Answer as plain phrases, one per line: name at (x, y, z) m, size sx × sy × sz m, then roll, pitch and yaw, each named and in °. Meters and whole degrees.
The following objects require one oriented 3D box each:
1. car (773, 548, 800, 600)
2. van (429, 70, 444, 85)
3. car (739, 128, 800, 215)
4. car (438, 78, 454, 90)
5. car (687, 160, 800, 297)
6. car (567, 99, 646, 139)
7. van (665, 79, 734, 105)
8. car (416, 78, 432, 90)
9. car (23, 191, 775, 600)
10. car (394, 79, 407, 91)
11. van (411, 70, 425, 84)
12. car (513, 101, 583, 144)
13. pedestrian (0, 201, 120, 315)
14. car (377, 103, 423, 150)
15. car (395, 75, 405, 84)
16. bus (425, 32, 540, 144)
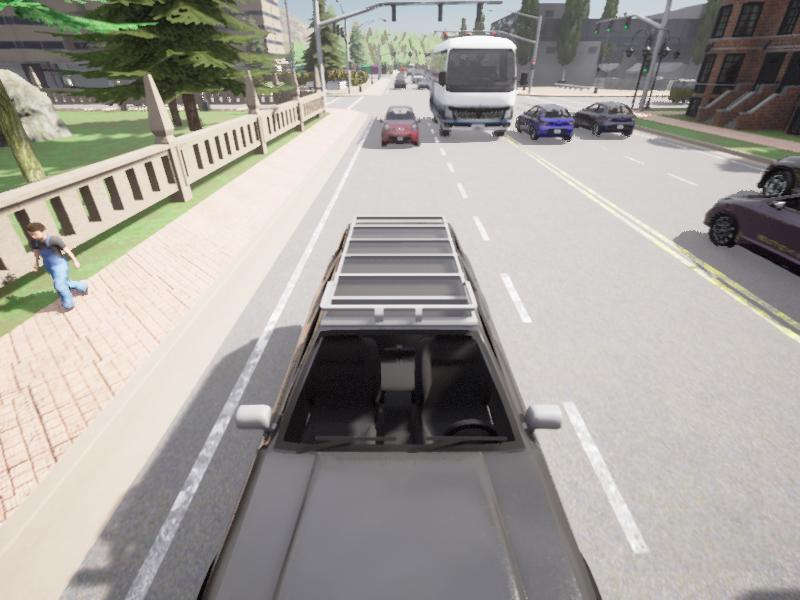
car at (3.495, 2.217, 0.626) m, size 1.851 × 1.617 × 3.988 m, roll 0°, pitch 30°, yaw 0°
van at (7.057, -43.318, 77.726) m, size 2.351 × 2.431 × 6.366 m, roll 0°, pitch 30°, yaw 0°
car at (10.507, -2.499, 8.679) m, size 2.033 × 1.649 × 4.856 m, roll 0°, pitch 31°, yaw 0°
car at (7.043, -33.355, 61.657) m, size 1.812 × 1.442 × 4.674 m, roll 0°, pitch 30°, yaw 0°
car at (7.001, -1.024, 6.303) m, size 1.816 × 1.474 × 4.193 m, roll 0°, pitch 30°, yaw 0°
car at (10.513, -9.473, 20.763) m, size 1.816 × 1.474 × 4.193 m, roll 0°, pitch 30°, yaw 0°
van at (27.395, -19.064, 36.672) m, size 4.442 × 1.987 × 1.775 m, roll -1°, pitch 30°, yaw -1°
car at (3.540, -32.407, 60.073) m, size 2.033 × 1.411 × 5.357 m, roll 0°, pitch 30°, yaw 0°
car at (-0.004, 0.676, 3.088) m, size 1.932 × 1.855 × 4.605 m, roll 0°, pitch 29°, yaw 0°
car at (0.041, -32.035, 59.536) m, size 1.895 × 1.301 × 4.718 m, roll 0°, pitch 30°, yaw 0°
van at (3.554, -44.516, 79.775) m, size 2.351 × 2.431 × 6.366 m, roll 0°, pitch 30°, yaw 0°
car at (7.012, -8.727, 19.485) m, size 1.816 × 1.474 × 4.193 m, roll 0°, pitch 30°, yaw 0°
pedestrian at (-4.565, -0.557, 5.325) m, size 0.751 × 1.300 × 0.751 m, roll 1°, pitch 30°, yaw 2°
car at (0.010, -7.833, 17.900) m, size 1.845 × 1.501 × 3.633 m, roll 0°, pitch 30°, yaw 0°
car at (0.055, -43.616, 79.125) m, size 1.882 × 1.535 × 5.008 m, roll 0°, pitch 30°, yaw 0°
bus at (3.635, -11.515, 21.499) m, size 3.944 × 4.253 × 10.273 m, roll 0°, pitch 31°, yaw 0°
